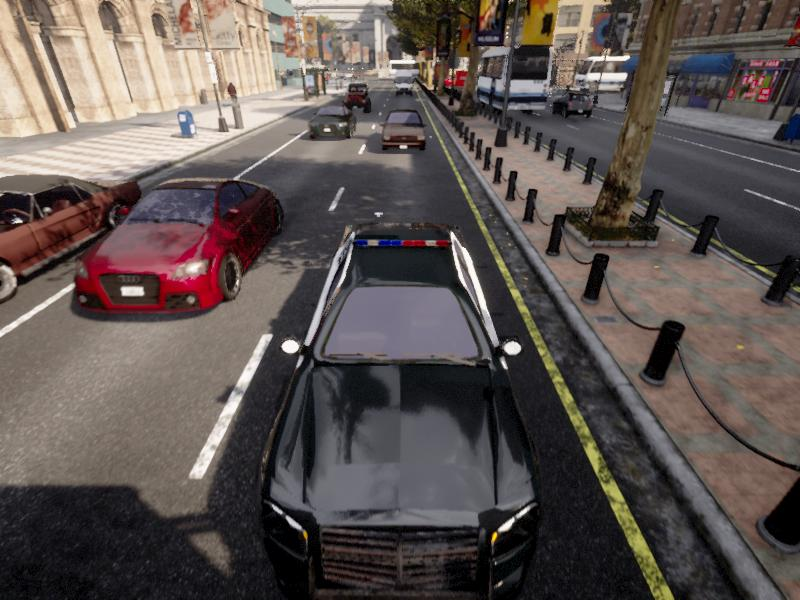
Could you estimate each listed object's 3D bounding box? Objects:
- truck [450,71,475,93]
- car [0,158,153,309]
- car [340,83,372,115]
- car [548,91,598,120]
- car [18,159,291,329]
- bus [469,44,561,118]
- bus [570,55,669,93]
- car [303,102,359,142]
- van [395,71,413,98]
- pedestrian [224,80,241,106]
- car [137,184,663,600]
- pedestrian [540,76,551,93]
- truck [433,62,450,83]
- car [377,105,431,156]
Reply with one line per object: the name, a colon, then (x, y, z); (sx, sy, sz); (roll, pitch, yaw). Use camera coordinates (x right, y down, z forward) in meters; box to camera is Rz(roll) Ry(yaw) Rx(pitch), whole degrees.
truck: (8.578, -30.184, 55.231); (2.627, 2.467, 5.204); (1, 31, 1)
car: (-6.703, -1.308, 6.940); (1.895, 1.301, 4.718); (0, 30, 0)
car: (-3.196, -15.046, 29.867); (1.905, 1.878, 3.866); (0, 31, 0)
car: (11.776, -13.445, 27.521); (1.845, 1.501, 3.633); (0, 30, 0)
car: (-3.454, -1.271, 6.823); (1.994, 1.385, 4.181); (0, 30, 0)
bus: (8.198, -16.837, 30.621); (3.944, 4.253, 10.273); (0, 30, 0)
bus: (29.363, -30.513, 54.060); (10.273, 4.253, 3.944); (0, 30, 0)
car: (-3.309, -8.952, 19.962); (1.994, 1.385, 4.181); (0, 30, 0)
van: (0.486, -25.225, 46.650); (1.988, 2.561, 5.915); (0, 30, 0)
pedestrian: (-13.575, -16.813, 32.554); (0.751, 1.860, 0.751); (-2, 30, -3)
car: (0.018, 0.238, 4.085); (2.038, 1.542, 4.974); (0, 30, 0)
pedestrian: (19.146, -28.348, 52.657); (0.751, 1.860, 0.751); (-9, 31, -15)
truck: (8.952, -49.850, 87.518); (2.891, 3.827, 8.468); (0, 30, 0)
car: (0.164, -7.658, 17.731); (2.033, 1.411, 5.357); (0, 30, 0)
